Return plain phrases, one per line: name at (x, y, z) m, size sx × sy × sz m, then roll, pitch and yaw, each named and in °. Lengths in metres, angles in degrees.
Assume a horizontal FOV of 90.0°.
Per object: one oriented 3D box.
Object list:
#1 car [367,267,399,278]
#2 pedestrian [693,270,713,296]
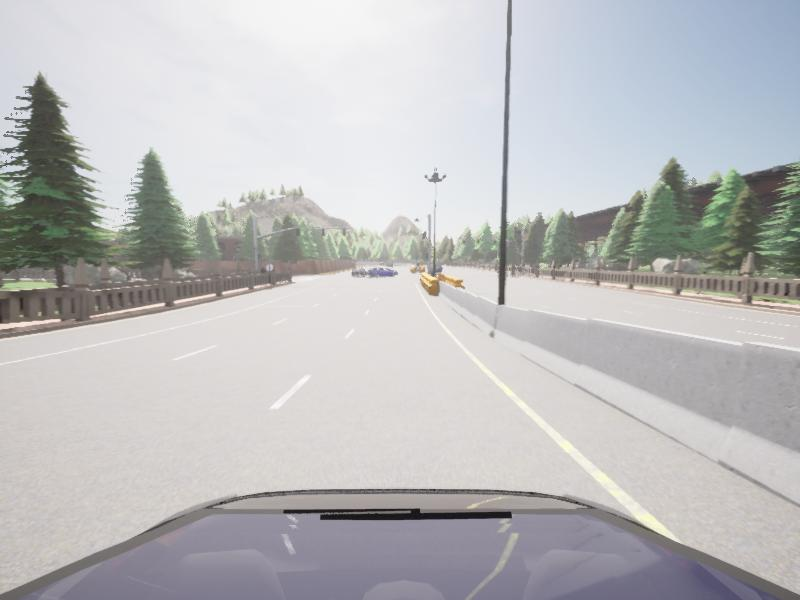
car at (-2.654, -4.239, 61.524) m, size 4.514 × 1.525 × 2.007 m, roll -2°, pitch 6°, yaw -20°
pedestrian at (22.226, -1.242, 29.327) m, size 0.751 × 1.860 × 0.751 m, roll 0°, pitch 6°, yaw 0°
